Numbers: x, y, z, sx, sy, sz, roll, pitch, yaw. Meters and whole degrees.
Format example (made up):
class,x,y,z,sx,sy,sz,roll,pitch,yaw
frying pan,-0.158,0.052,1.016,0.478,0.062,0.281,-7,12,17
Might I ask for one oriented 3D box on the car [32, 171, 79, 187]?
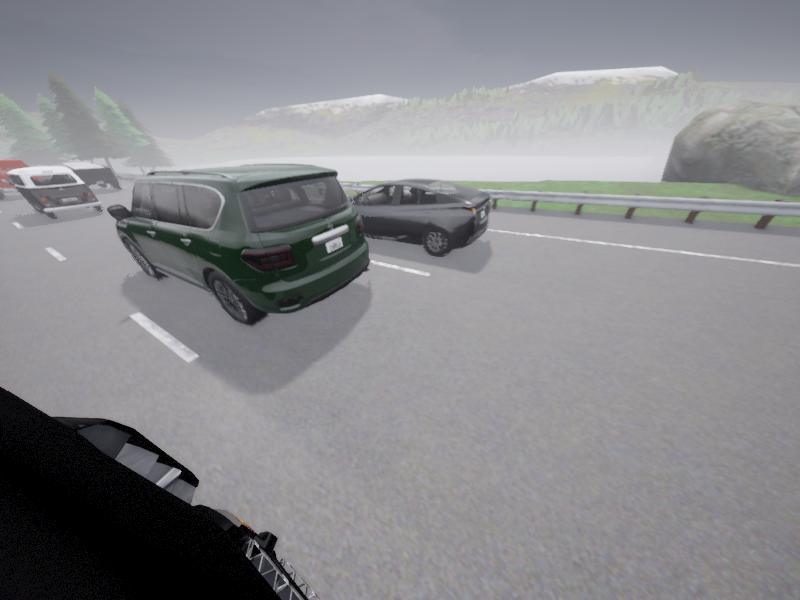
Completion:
class,x,y,z,sx,sy,sz,roll,pitch,yaw
car,-37.916,-13.363,25.415,4.718,1.301,1.895,16,38,26

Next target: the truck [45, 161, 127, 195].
class,x,y,z,sx,sy,sz,roll,pitch,yaw
truck,-26.293,-10.313,19.339,6.274,2.098,2.390,16,38,26

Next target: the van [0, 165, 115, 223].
class,x,y,z,sx,sy,sz,roll,pitch,yaw
van,-16.640,-5.252,11.123,4.480,2.038,2.069,16,38,26

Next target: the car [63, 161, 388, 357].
class,x,y,z,sx,sy,sz,roll,pitch,yaw
car,-3.215,-1.353,4.370,5.566,2.045,2.150,16,38,26

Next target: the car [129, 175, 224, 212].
class,x,y,z,sx,sy,sz,roll,pitch,yaw
car,-11.971,-5.817,12.360,4.718,1.301,1.895,16,38,26

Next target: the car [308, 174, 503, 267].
class,x,y,z,sx,sy,sz,roll,pitch,yaw
car,0.045,-2.418,6.248,4.514,1.525,2.007,16,38,26

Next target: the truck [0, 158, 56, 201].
class,x,y,z,sx,sy,sz,roll,pitch,yaw
truck,-30.309,-9.406,17.877,5.204,2.467,2.627,16,38,26
